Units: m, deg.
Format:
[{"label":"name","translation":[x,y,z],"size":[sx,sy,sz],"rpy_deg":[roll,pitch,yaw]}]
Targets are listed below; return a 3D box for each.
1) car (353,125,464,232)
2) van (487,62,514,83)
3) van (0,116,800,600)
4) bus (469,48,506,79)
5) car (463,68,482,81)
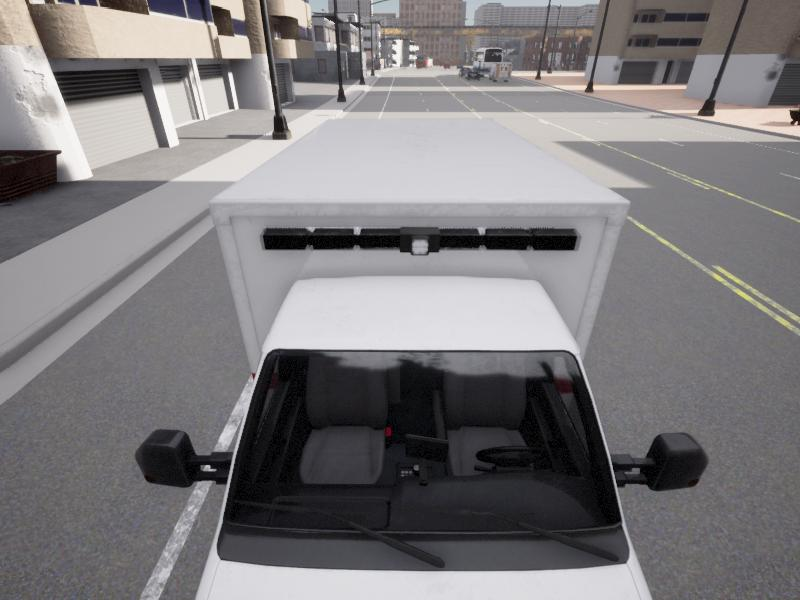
[{"label":"car","translation":[0.185,-3.330,10.225],"size":[2.128,1.511,4.902],"rpy_deg":[0,30,0]},{"label":"van","translation":[14.708,-33.726,59.161],"size":[2.351,2.431,6.366],"rpy_deg":[0,32,0]},{"label":"van","translation":[0.109,0.013,3.606],"size":[2.351,2.431,6.366],"rpy_deg":[0,30,0]},{"label":"bus","translation":[14.684,-40.328,67.954],"size":[3.944,4.253,10.273],"rpy_deg":[0,32,0]},{"label":"car","translation":[11.234,-35.003,62.115],"size":[2.128,1.511,4.902],"rpy_deg":[0,32,0]}]
